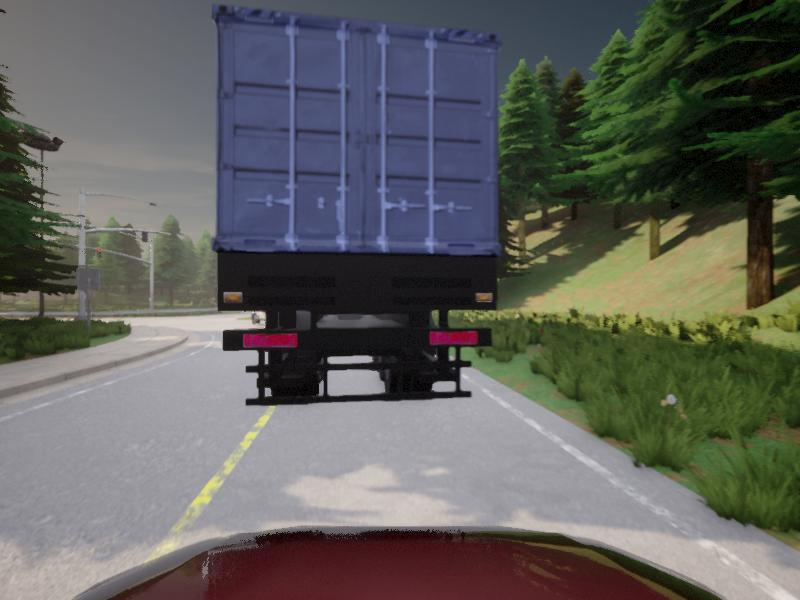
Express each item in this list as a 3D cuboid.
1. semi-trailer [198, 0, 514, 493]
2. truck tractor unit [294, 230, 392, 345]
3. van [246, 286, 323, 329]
[{"bbox_3d":[-1.338,-0.599,10.514,2.717,4.402,14.254,0,0,-8],"label":"semi-trailer"},{"bbox_3d":[-2.896,-0.483,18.235,3.053,4.208,6.516,0,0,-21],"label":"truck tractor unit"},{"bbox_3d":[-7.505,0.425,25.516,2.351,2.431,6.366,0,0,-40],"label":"van"}]
